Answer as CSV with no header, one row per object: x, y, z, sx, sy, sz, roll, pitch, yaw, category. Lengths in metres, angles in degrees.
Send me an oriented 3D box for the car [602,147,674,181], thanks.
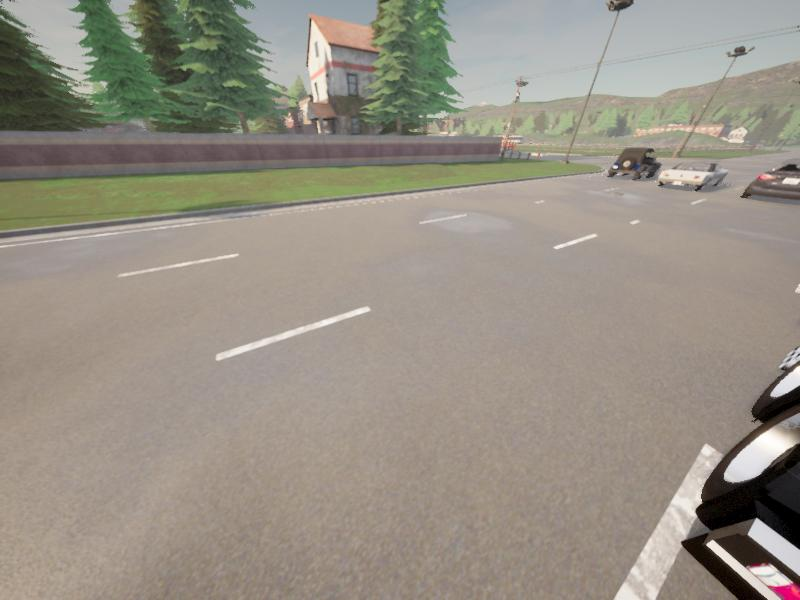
17.073,-9.855,16.643,3.866,1.878,1.905,-18,39,-24,car

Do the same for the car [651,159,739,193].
17.482,-7.434,13.690,4.718,1.301,1.895,-18,39,-24,car

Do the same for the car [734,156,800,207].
18.802,-5.708,10.895,4.611,1.667,2.242,-18,39,-24,car

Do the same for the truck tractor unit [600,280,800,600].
5.136,-0.274,0.745,6.516,4.208,3.053,-17,38,-23,truck tractor unit
